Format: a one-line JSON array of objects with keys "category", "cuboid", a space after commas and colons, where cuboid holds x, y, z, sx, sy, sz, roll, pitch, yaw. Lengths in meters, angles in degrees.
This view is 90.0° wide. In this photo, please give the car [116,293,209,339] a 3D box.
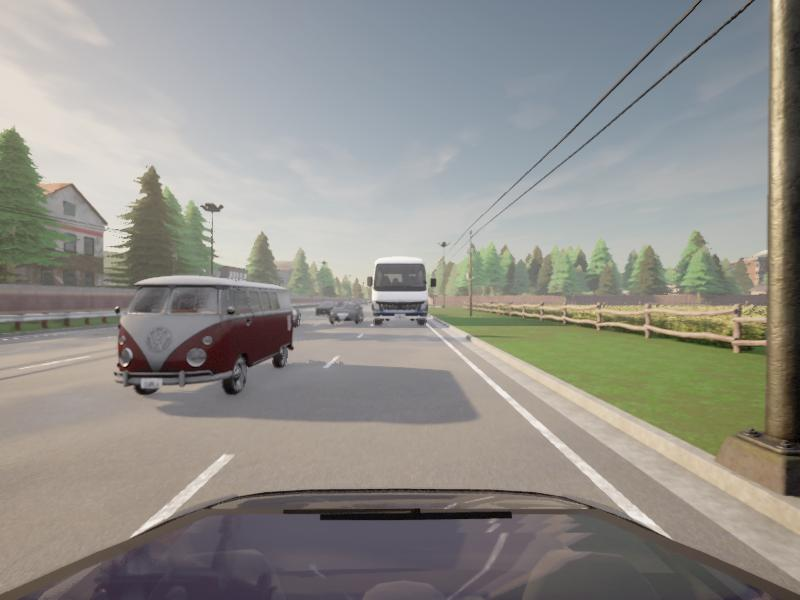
[{"category": "car", "cuboid": [-10.502, 0.638, 18.090, 1.905, 1.878, 3.866, 0, 0, 0]}]

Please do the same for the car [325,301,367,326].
[{"category": "car", "cuboid": [-3.500, 0.825, 26.820, 2.128, 1.511, 4.902, 0, 0, 0]}]

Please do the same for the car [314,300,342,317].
[{"category": "car", "cuboid": [-7.000, 0.805, 39.426, 1.882, 1.535, 5.008, 0, 0, 0]}]

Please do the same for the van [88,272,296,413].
[{"category": "van", "cuboid": [-3.500, 0.595, 7.852, 1.775, 1.987, 4.442, 0, 0, 0]}]

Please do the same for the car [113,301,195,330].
[{"category": "car", "cuboid": [-14.000, 0.818, 23.155, 2.007, 1.525, 4.514, 0, 0, 0]}]

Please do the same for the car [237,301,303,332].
[{"category": "car", "cuboid": [-7.001, 0.816, 22.120, 2.038, 1.542, 4.974, 0, 0, 0]}]

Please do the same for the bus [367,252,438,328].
[{"category": "bus", "cuboid": [0.121, -0.546, 27.435, 3.944, 4.253, 10.273, 0, 0, 0]}]
